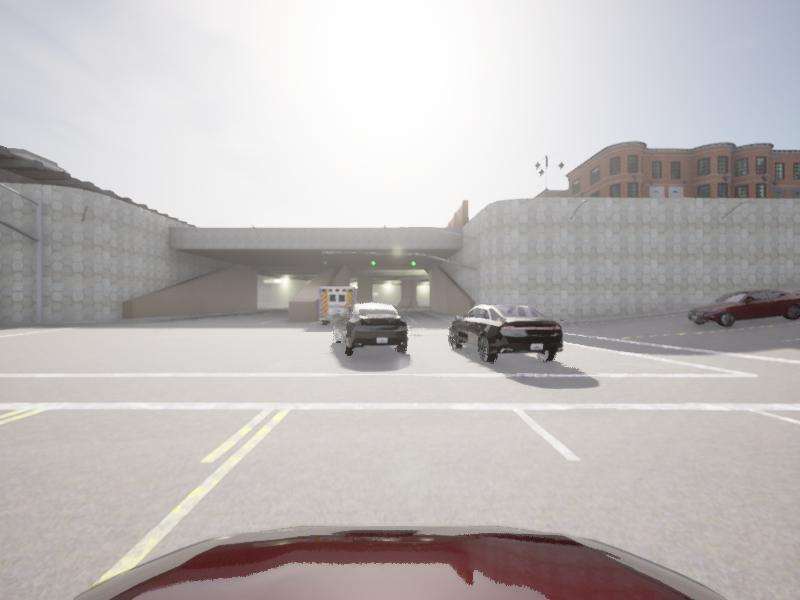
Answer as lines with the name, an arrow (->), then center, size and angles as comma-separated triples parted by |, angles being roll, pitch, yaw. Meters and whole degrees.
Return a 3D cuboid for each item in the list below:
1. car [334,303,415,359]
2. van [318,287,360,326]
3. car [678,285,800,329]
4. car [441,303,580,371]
car -> -1.076, 0.857, 13.389 | 1.837, 1.490, 4.892 | 1, 0, -14
van -> -4.139, 0.396, 28.133 | 2.351, 2.431, 6.366 | 0, 0, -3
car -> 15.757, 0.284, 18.255 | 4.674, 1.442, 1.812 | -6, 0, 1
car -> 2.845, 0.867, 11.730 | 2.128, 1.511, 4.902 | 0, 0, -8
